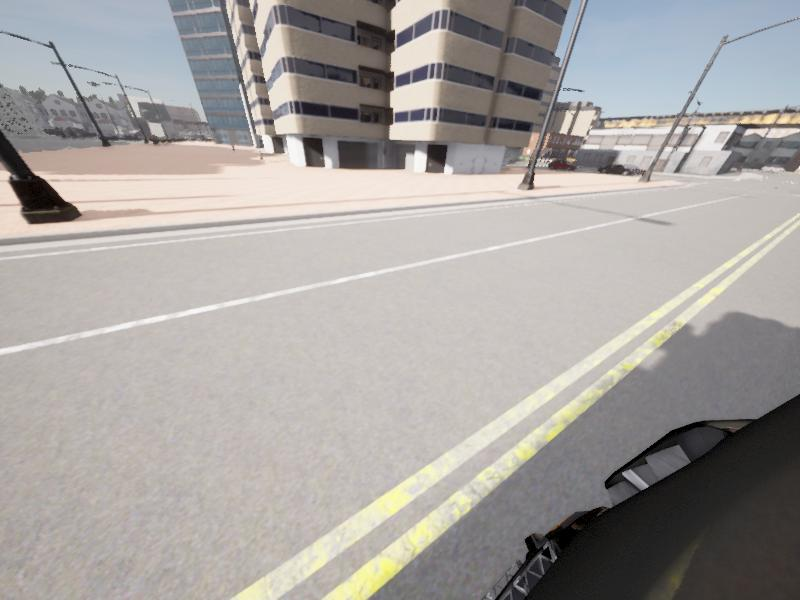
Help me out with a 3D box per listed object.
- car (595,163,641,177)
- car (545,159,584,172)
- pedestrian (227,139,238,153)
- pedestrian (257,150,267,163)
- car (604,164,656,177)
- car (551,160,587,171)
[{"bbox_3d":[32.861,-19.745,34.983,1.812,1.442,4.674,-17,38,-27],"label":"car"},{"bbox_3d":[28.749,-23.669,40.564,2.033,1.649,4.856,-17,37,-27],"label":"car"},{"bbox_3d":[-26.297,-24.198,36.266,0.751,1.860,0.751,-21,41,-31],"label":"pedestrian"},{"bbox_3d":[-14.811,-15.425,24.808,0.500,1.100,0.500,9,34,9],"label":"pedestrian"},{"bbox_3d":[36.021,-20.459,36.344,2.033,1.411,5.357,-17,38,-27],"label":"car"},{"bbox_3d":[31.217,-24.987,42.899,2.163,1.488,4.792,-17,37,-27],"label":"car"}]
